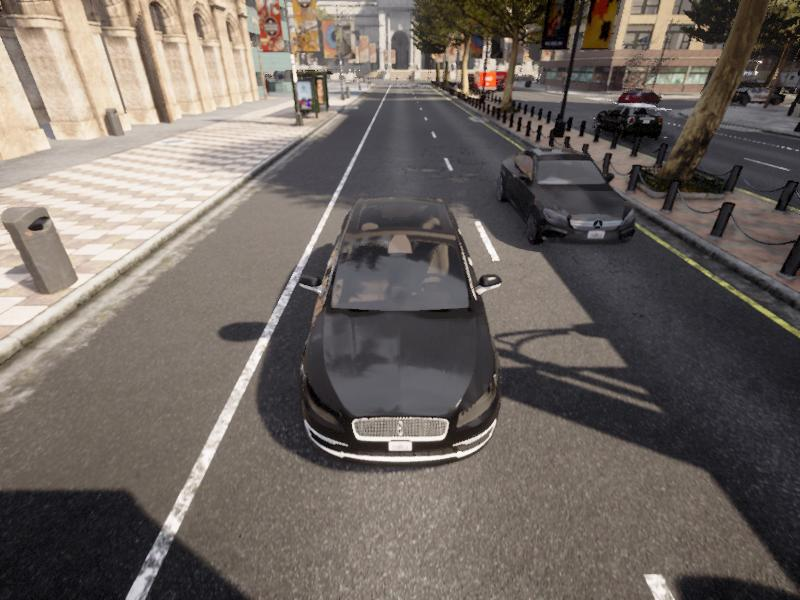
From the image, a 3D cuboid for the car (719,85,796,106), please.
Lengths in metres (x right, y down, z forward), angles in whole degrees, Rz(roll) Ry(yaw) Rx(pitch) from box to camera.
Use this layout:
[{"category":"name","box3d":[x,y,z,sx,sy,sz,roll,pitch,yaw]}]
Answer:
[{"category":"car","box3d":[32.946,-18.926,36.996,4.974,1.542,2.038,-1,30,-2]}]

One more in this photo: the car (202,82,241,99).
[{"category":"car","box3d":[-19.321,-22.855,43.582,2.161,1.482,4.786,0,30,0]}]

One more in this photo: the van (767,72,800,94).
[{"category":"van","box3d":[52.971,-28.828,53.098,2.351,2.431,6.366,0,30,0]}]

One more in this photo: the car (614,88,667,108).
[{"category":"car","box3d":[21.469,-18.068,35.679,4.181,1.385,1.994,-17,34,-27]}]

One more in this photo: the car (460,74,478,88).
[{"category":"car","box3d":[11.473,-36.781,67.107,2.150,2.045,5.566,1,30,2]}]

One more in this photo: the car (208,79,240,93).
[{"category":"car","box3d":[-23.454,-28.725,53.571,2.128,1.511,4.902,0,30,0]}]

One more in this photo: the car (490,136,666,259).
[{"category":"car","box3d":[3.479,-2.554,8.989,1.812,1.442,4.674,0,30,0]}]

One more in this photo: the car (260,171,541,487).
[{"category":"car","box3d":[0.000,-0.315,5.095,1.837,1.490,4.892,0,31,0]}]

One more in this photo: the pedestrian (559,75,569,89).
[{"category":"pedestrian","box3d":[24.885,-33.175,60.760,0.751,1.860,0.751,-1,30,-2]}]

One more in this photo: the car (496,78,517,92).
[{"category":"car","box3d":[15.020,-30.397,56.593,1.851,1.617,3.988,0,30,0]}]

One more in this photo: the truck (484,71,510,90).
[{"category":"truck","box3d":[14.991,-34.174,62.216,2.627,2.467,5.204,0,30,0]}]

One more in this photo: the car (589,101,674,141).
[{"category":"car","box3d":[11.505,-9.151,20.275,1.970,1.475,3.806,0,30,0]}]

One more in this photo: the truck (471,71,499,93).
[{"category":"truck","box3d":[11.498,-29.873,54.842,2.627,2.467,5.204,0,30,0]}]

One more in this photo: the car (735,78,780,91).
[{"category":"car","box3d":[52.961,-31.963,59.386,2.128,1.511,4.902,0,30,0]}]
